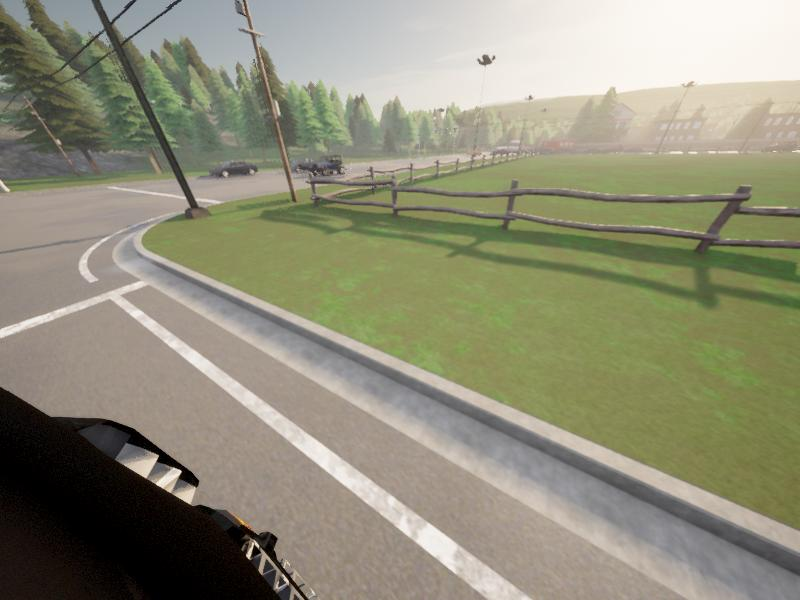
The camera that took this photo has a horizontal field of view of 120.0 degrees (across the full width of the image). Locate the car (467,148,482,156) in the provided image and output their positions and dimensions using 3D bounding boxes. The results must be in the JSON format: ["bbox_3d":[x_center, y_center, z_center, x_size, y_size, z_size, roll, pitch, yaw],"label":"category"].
[{"bbox_3d":[24.027,-47.762,74.507,4.605,1.855,1.932,-17,36,-23],"label":"car"}]

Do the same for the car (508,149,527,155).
[{"bbox_3d":[38.763,-48.965,76.274,5.027,1.651,2.152,4,33,8],"label":"car"}]

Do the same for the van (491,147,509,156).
[{"bbox_3d":[28.993,-43.125,67.064,4.480,2.038,2.069,-15,36,-20],"label":"van"}]

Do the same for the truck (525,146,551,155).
[{"bbox_3d":[41.376,-44.867,69.194,6.274,2.098,2.390,15,37,23],"label":"truck"}]

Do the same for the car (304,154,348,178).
[{"bbox_3d":[-7.446,-13.807,23.672,1.905,1.878,3.866,17,37,26],"label":"car"}]

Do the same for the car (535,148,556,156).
[{"bbox_3d":[39.923,-40.654,63.314,4.611,1.667,2.242,17,37,26],"label":"car"}]

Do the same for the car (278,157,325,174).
[{"bbox_3d":[-12.101,-16.766,28.733,2.128,1.511,4.902,17,38,26],"label":"car"}]

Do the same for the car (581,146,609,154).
[{"bbox_3d":[51.389,-39.432,60.904,5.238,1.638,1.930,17,37,26],"label":"car"}]

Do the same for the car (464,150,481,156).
[{"bbox_3d":[22.181,-44.849,70.424,5.008,1.535,1.882,-22,38,-28],"label":"car"}]

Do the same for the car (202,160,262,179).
[{"bbox_3d":[-18.433,-14.564,25.616,1.837,1.490,4.892,17,38,26],"label":"car"}]

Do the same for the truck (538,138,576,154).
[{"bbox_3d":[46.953,-46.133,69.338,8.468,3.827,2.891,17,37,26],"label":"truck"}]
